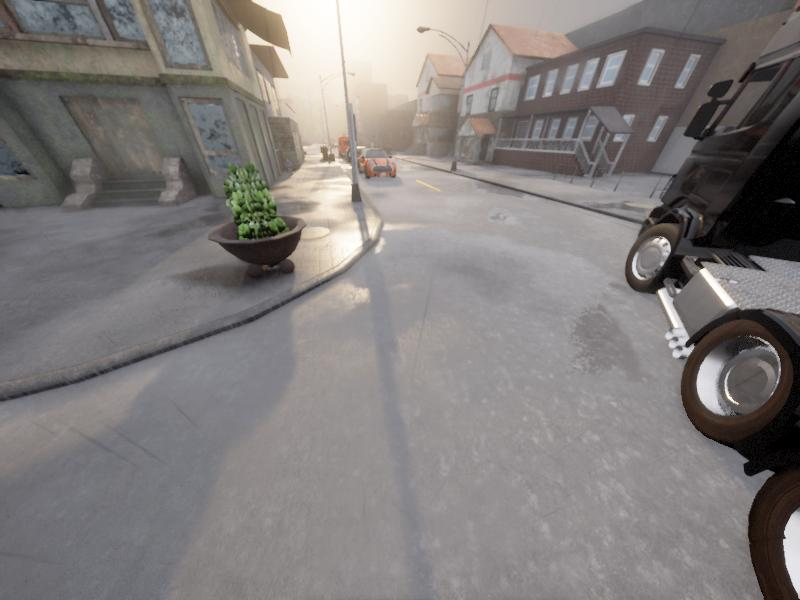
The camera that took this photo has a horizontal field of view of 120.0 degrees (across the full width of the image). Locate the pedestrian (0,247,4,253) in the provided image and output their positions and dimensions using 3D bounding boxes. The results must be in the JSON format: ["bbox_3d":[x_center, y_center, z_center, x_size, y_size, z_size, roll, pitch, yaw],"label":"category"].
[{"bbox_3d":[-9.332,-1.621,4.387,0.751,1.860,0.751,-9,36,-14],"label":"pedestrian"}]

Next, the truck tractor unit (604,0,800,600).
[{"bbox_3d":[4.446,-0.694,1.332,3.053,4.208,6.516,20,40,25],"label":"truck tractor unit"}]

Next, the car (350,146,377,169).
[{"bbox_3d":[-3.537,-13.573,21.945,1.851,1.617,3.988,-9,36,-13],"label":"car"}]

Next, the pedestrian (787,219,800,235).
[{"bbox_3d":[11.566,-2.526,5.856,0.751,1.860,0.751,-6,35,-9],"label":"pedestrian"}]

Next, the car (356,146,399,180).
[{"bbox_3d":[-1.723,-10.016,16.715,2.097,1.767,4.553,-9,36,-13],"label":"car"}]
